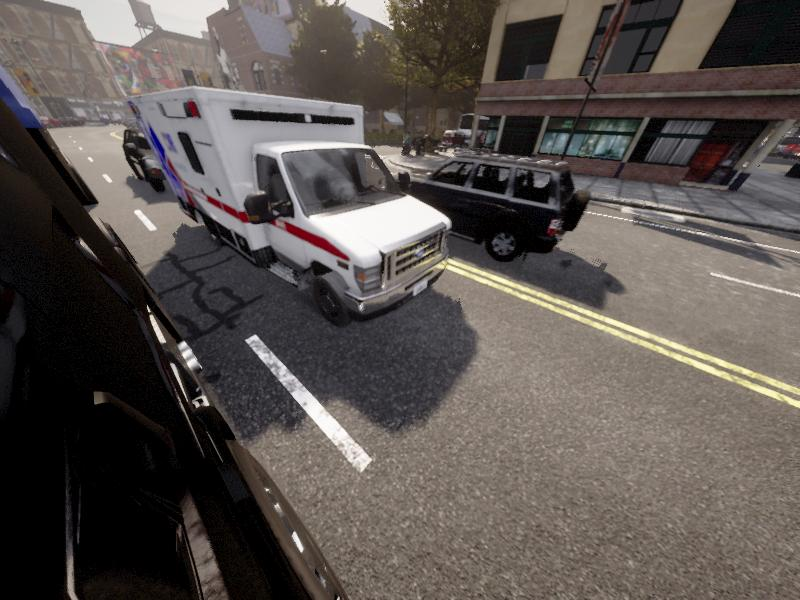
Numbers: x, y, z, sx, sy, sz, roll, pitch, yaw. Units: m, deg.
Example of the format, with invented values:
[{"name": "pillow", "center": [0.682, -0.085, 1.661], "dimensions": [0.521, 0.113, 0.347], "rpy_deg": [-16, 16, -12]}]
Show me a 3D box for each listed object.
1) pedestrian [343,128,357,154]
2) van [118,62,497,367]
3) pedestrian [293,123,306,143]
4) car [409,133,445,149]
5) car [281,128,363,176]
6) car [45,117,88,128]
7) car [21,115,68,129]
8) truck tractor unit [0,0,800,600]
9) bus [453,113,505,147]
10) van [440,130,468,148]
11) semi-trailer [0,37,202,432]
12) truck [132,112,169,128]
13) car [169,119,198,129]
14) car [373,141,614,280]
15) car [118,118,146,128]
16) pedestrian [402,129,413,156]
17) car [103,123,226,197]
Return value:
[{"name": "pedestrian", "center": [-4.502, -14.331, 20.871], "dimensions": [0.751, 1.860, 0.751], "rpy_deg": [28, 44, 30]}, {"name": "van", "center": [-2.136, -2.034, 4.200], "dimensions": [6.366, 2.431, 2.351], "rpy_deg": [28, 44, 30]}, {"name": "pedestrian", "center": [-12.083, -20.154, 27.884], "dimensions": [0.751, 1.860, 0.751], "rpy_deg": [12, 38, 12]}, {"name": "car", "center": [3.684, -21.420, 31.076], "dimensions": [1.930, 1.638, 5.238], "rpy_deg": [28, 44, 30]}, {"name": "car", "center": [-4.446, -8.549, 13.191], "dimensions": [4.605, 1.855, 1.932], "rpy_deg": [28, 44, 30]}, {"name": "car", "center": [-54.454, -29.141, 37.856], "dimensions": [1.895, 1.301, 4.718], "rpy_deg": [-11, 39, -17]}, {"name": "car", "center": [-51.793, -26.072, 33.814], "dimensions": [2.002, 1.452, 4.674], "rpy_deg": [-18, 41, -25]}, {"name": "truck tractor unit", "center": [-2.645, -0.295, 0.352], "dimensions": [6.516, 4.208, 3.053], "rpy_deg": [28, 44, 30]}, {"name": "bus", "center": [13.862, -29.564, 40.419], "dimensions": [3.944, 4.253, 10.273], "rpy_deg": [28, 44, 30]}, {"name": "van", "center": [8.349, -24.795, 35.547], "dimensions": [2.069, 2.038, 4.480], "rpy_deg": [28, 44, 30]}, {"name": "semi-trailer", "center": [-8.741, -3.583, 4.173], "dimensions": [14.254, 4.402, 2.717], "rpy_deg": [28, 43, 29]}, {"name": "truck", "center": [-51.536, -37.317, 47.972], "dimensions": [2.627, 2.467, 5.204], "rpy_deg": [-7, 38, -12]}, {"name": "car", "center": [-48.669, -39.686, 52.011], "dimensions": [1.930, 1.638, 5.238], "rpy_deg": [0, 37, -4]}, {"name": "car", "center": [1.687, -2.500, 5.533], "dimensions": [4.605, 1.855, 1.932], "rpy_deg": [29, 44, 29]}, {"name": "car", "center": [-54.946, -36.432, 47.472], "dimensions": [1.970, 1.475, 3.806], "rpy_deg": [-7, 38, -12]}, {"name": "pedestrian", "center": [0.617, -13.401, 19.711], "dimensions": [0.751, 1.860, 0.751], "rpy_deg": [-4, 37, -9]}, {"name": "car", "center": [-9.044, -5.528, 8.865], "dimensions": [4.605, 1.855, 1.932], "rpy_deg": [28, 44, 30]}]
